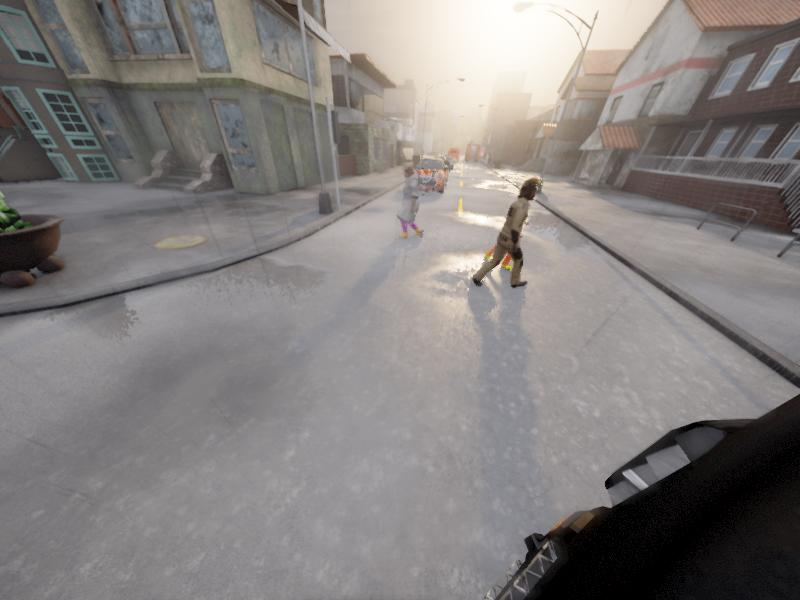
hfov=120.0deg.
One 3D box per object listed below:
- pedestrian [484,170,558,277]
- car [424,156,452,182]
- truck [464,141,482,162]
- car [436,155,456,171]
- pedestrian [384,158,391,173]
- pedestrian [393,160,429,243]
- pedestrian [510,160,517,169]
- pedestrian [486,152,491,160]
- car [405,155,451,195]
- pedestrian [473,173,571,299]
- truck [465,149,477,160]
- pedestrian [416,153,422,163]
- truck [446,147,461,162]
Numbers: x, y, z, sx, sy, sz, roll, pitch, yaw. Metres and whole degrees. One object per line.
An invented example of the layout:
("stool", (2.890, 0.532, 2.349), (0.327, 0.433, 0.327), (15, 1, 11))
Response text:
("pedestrian", (2.371, -1.532, 4.687), (0.751, 1.860, 0.751), (17, 36, 20))
("car", (3.332, -11.355, 19.837), (1.851, 1.617, 3.988), (9, 34, 9))
("truck", (16.930, -34.699, 53.987), (2.891, 3.827, 8.468), (9, 34, 9))
("car", (5.845, -17.322, 29.083), (2.038, 1.542, 4.974), (9, 34, 9))
("pedestrian", (-1.157, -12.458, 21.406), (0.500, 1.100, 0.500), (9, 34, 9))
("pedestrian", (0.274, -2.554, 6.078), (0.751, 1.860, 0.751), (6, 34, 5))
("pedestrian", (16.167, -19.281, 32.923), (0.500, 1.100, 0.500), (2, 34, -1))
("pedestrian", (22.813, -37.271, 59.825), (0.751, 1.860, 0.751), (9, 34, 10))
("car", (1.875, -7.935, 14.408), (2.097, 1.767, 4.553), (9, 34, 10))
("pedestrian", (1.877, -1.027, 3.891), (0.751, 1.860, 0.751), (4, 34, 2))
("truck", (19.400, -40.111, 63.543), (2.627, 2.467, 5.204), (9, 34, 9))
("pedestrian", (3.050, -23.273, 37.828), (0.751, 1.300, 0.751), (-4, 34, -9))
("truck", (11.614, -31.436, 49.930), (2.627, 2.467, 5.204), (9, 33, 9))
